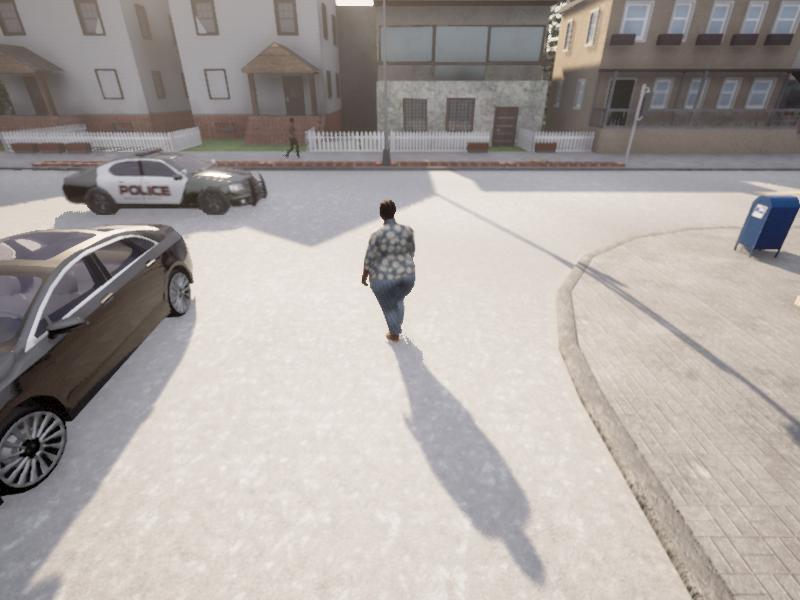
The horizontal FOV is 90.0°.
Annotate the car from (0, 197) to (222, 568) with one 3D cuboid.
[{"bbox_3d":[-4.022,0.215,4.397,2.128,1.511,4.902,-2,28,-3],"label":"car"}]

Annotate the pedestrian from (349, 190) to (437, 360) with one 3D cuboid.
[{"bbox_3d":[-0.094,-0.311,4.974,0.751,1.860,0.751,-12,30,-22],"label":"pedestrian"}]

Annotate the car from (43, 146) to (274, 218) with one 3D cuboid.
[{"bbox_3d":[-6.412,-3.373,11.235,4.974,1.542,2.038,0,28,0],"label":"car"}]

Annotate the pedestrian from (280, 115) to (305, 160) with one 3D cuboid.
[{"bbox_3d":[-4.969,-7.566,18.625,0.751,1.860,0.751,0,28,0],"label":"pedestrian"}]
